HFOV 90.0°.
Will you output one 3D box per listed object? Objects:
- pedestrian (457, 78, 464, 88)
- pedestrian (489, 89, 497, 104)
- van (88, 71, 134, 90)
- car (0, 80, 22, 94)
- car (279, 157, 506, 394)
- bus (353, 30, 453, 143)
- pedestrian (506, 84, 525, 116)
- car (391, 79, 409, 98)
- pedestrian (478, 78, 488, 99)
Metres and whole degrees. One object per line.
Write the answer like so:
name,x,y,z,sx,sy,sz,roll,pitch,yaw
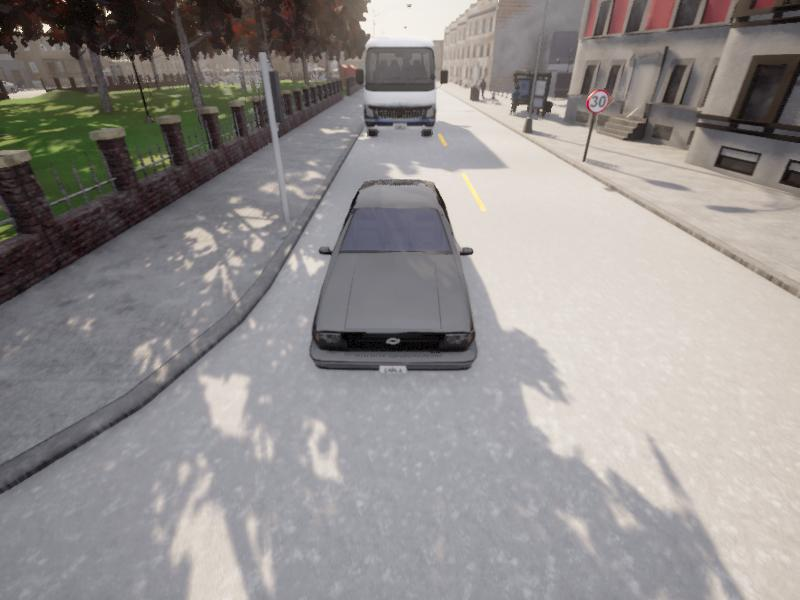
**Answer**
pedestrian,8.902,-31.786,58.670,0.751,1.300,0.751,-5,31,-8
pedestrian,8.153,-17.824,35.012,0.500,1.100,0.500,4,31,6
van,-45.292,-34.604,63.029,2.351,2.431,6.366,0,30,0
car,-49.295,-25.974,48.853,1.812,1.442,4.674,0,30,0
car,-0.040,-0.960,6.240,2.033,1.411,5.357,0,30,1
bus,0.121,-11.502,21.400,3.944,4.253,10.273,0,30,0
pedestrian,7.563,-13.127,26.284,0.751,1.860,0.751,-5,31,-9
car,-0.001,-24.141,45.544,1.930,1.638,5.238,0,31,0
pedestrian,8.248,-21.037,39.779,0.751,1.860,0.751,1,30,2
